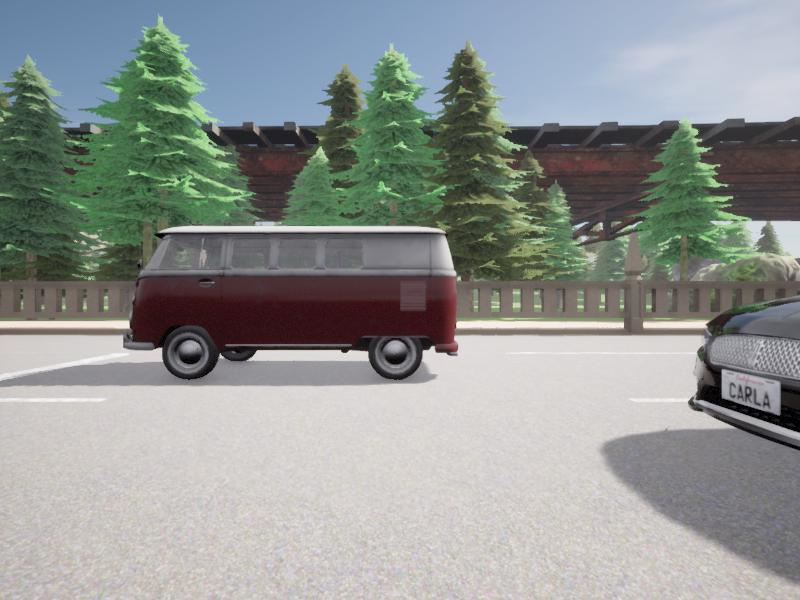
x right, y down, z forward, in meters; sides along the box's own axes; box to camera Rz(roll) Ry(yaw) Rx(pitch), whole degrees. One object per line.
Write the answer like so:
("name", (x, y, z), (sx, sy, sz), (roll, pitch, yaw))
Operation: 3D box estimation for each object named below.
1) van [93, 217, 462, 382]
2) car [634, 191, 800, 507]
("van", (-1.470, -0.002, 5.700), (4.442, 1.987, 1.775), (0, 0, 0))
("car", (4.363, 0.237, 2.200), (4.902, 1.511, 2.128), (0, 0, 0))
